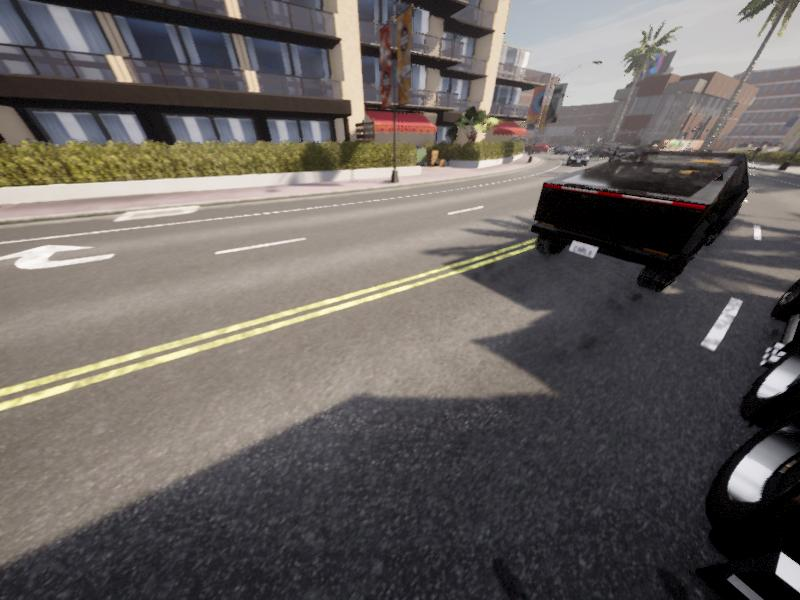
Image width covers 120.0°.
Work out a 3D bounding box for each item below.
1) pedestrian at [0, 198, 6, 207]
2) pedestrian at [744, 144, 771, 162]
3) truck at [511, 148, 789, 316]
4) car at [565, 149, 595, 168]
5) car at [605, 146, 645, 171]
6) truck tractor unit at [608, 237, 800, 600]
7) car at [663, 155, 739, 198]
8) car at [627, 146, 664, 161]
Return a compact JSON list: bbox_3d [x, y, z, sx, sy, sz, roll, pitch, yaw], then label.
[{"bbox_3d":[-15.225,-4.099,7.898,0.751,1.860,0.751,-17,38,-23],"label":"pedestrian"},{"bbox_3d":[43.272,-17.820,28.024,0.751,1.860,0.751,15,37,20],"label":"pedestrian"},{"bbox_3d":[5.819,-2.178,5.349,6.274,2.098,2.390,-21,40,-28],"label":"truck"},{"bbox_3d":[19.354,-15.315,24.919,1.970,1.475,3.806,20,39,26],"label":"car"},{"bbox_3d":[21.422,-13.662,22.184,1.905,1.878,3.866,22,40,28],"label":"car"},{"bbox_3d":[5.060,-0.349,0.850,6.516,4.208,3.053,-20,39,-26],"label":"truck tractor unit"},{"bbox_3d":[16.659,-7.133,13.012,5.366,1.575,1.801,-29,44,-36],"label":"car"},{"bbox_3d":[36.152,-21.754,34.189,1.851,1.617,3.988,9,36,13],"label":"car"}]
